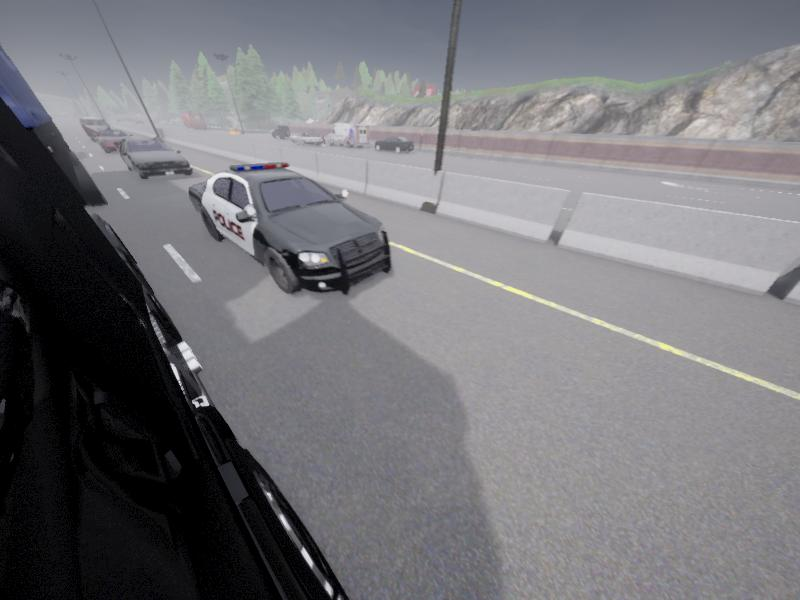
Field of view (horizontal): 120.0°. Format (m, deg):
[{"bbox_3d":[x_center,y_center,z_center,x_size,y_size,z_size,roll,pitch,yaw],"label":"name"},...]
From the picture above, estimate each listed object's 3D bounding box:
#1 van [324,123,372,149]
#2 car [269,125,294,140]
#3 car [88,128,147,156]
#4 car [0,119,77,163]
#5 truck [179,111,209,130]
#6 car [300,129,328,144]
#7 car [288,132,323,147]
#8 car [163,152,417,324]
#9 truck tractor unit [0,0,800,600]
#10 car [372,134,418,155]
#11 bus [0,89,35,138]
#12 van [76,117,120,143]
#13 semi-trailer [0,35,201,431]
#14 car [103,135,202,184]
[{"bbox_3d":[-6.648,-20.965,29.459,6.366,2.431,2.351,28,44,30],"label":"van"},{"bbox_3d":[-19.686,-27.811,38.353,3.866,1.878,1.905,29,44,30],"label":"car"},{"bbox_3d":[-20.713,-11.636,16.942,4.181,1.385,1.994,29,44,30],"label":"car"},{"bbox_3d":[-21.301,-9.376,13.507,4.553,1.767,2.097,29,44,30],"label":"car"},{"bbox_3d":[-54.665,-47.548,61.218,8.468,3.827,2.891,29,44,31],"label":"truck"},{"bbox_3d":[-12.529,-23.791,33.653,3.705,1.549,1.789,29,44,30],"label":"car"},{"bbox_3d":[-12.189,-20.750,29.789,4.718,1.301,1.895,28,44,31],"label":"car"},{"bbox_3d":[-2.322,-1.751,4.588,4.974,1.542,2.038,28,44,30],"label":"car"},{"bbox_3d":[-2.645,-0.295,0.351,6.516,4.208,3.053,28,44,30],"label":"truck tractor unit"},{"bbox_3d":[-0.651,-17.349,25.696,5.008,1.535,1.882,29,44,31],"label":"car"},{"bbox_3d":[-42.575,-19.250,23.488,10.273,4.253,3.944,28,43,31],"label":"bus"},{"bbox_3d":[-30.802,-17.358,23.530,4.442,1.987,1.775,28,44,31],"label":"van"},{"bbox_3d":[-8.664,-3.608,4.290,14.254,4.402,2.717,28,44,30],"label":"semi-trailer"},{"bbox_3d":[-11.838,-6.835,10.986,5.357,1.411,2.033,29,44,30],"label":"car"}]
